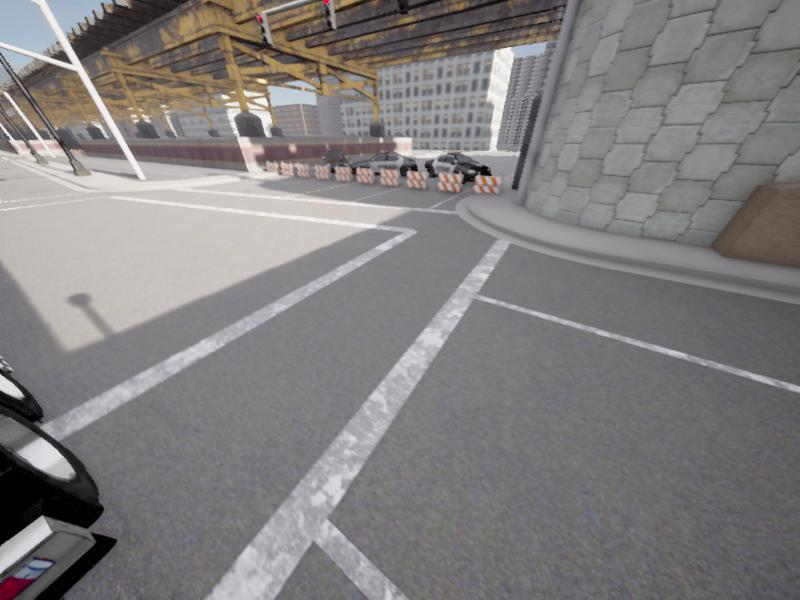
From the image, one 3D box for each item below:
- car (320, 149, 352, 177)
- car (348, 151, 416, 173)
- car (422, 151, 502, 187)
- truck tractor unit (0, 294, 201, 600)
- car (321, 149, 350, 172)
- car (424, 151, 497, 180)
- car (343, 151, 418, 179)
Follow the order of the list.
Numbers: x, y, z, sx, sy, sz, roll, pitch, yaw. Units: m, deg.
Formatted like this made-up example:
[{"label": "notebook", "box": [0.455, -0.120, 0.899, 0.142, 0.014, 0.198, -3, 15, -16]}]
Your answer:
[{"label": "car", "box": [-5.185, -11.181, 18.684, 2.038, 1.542, 4.974, -8, 36, -11]}, {"label": "car", "box": [-1.255, -9.908, 16.543, 4.536, 1.218, 1.853, -2, 35, -3]}, {"label": "car", "box": [3.632, -8.517, 14.773, 2.038, 1.542, 4.974, -18, 38, -23]}, {"label": "truck tractor unit", "box": [-5.159, -0.248, 0.711, 6.516, 4.208, 3.053, 16, 38, 22]}, {"label": "car", "box": [-5.198, -11.339, 18.635, 1.853, 1.218, 4.536, -8, 36, -11]}, {"label": "car", "box": [3.606, -8.672, 14.720, 1.853, 1.218, 4.536, -18, 38, -23]}, {"label": "car", "box": [-1.306, -9.777, 16.630, 4.974, 1.542, 2.038, -2, 35, -3]}]
